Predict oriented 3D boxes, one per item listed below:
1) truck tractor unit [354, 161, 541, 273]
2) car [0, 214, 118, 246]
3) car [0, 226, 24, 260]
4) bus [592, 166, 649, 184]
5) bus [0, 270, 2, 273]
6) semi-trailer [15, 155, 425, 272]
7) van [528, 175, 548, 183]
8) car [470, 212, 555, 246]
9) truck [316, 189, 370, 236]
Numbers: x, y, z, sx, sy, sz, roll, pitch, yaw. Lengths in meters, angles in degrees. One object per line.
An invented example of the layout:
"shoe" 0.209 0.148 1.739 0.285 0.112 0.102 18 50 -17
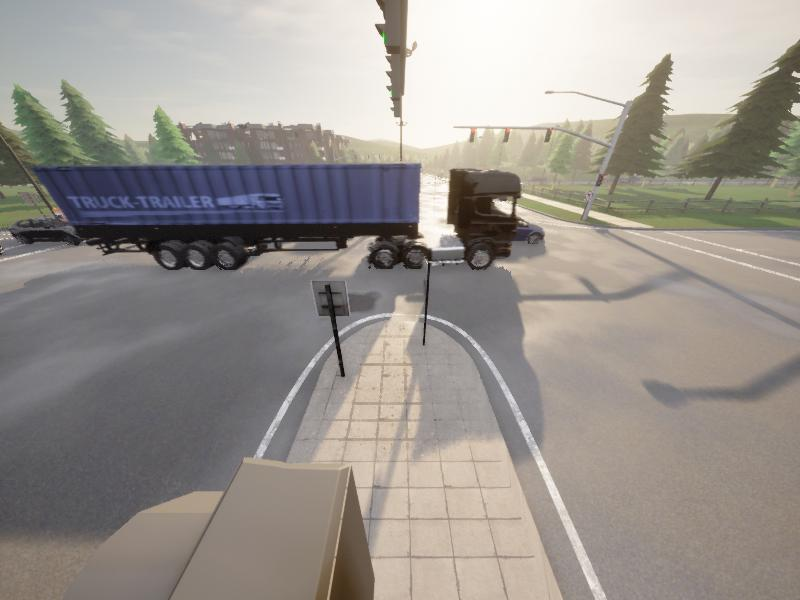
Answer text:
"truck tractor unit" 1.661 -3.772 10.411 6.516 4.208 3.053 0 30 0
"car" -20.699 -4.291 14.063 4.193 1.474 1.816 0 30 0
"car" -22.529 -2.559 11.024 4.902 1.511 2.128 0 30 0
"bus" 60.141 -34.402 63.431 10.273 4.253 3.944 0 30 0
"bus" -22.666 -2.048 7.405 10.273 4.253 3.944 0 30 0
"semi-trailer" -6.253 -3.839 10.336 14.254 4.402 2.717 0 30 0
"van" 40.059 -35.224 67.127 4.442 1.987 1.775 0 30 0
"car" 6.657 -4.396 14.112 3.988 1.617 1.851 0 30 0
"truck" -3.904 -6.685 17.214 2.627 2.467 5.204 0 30 0
